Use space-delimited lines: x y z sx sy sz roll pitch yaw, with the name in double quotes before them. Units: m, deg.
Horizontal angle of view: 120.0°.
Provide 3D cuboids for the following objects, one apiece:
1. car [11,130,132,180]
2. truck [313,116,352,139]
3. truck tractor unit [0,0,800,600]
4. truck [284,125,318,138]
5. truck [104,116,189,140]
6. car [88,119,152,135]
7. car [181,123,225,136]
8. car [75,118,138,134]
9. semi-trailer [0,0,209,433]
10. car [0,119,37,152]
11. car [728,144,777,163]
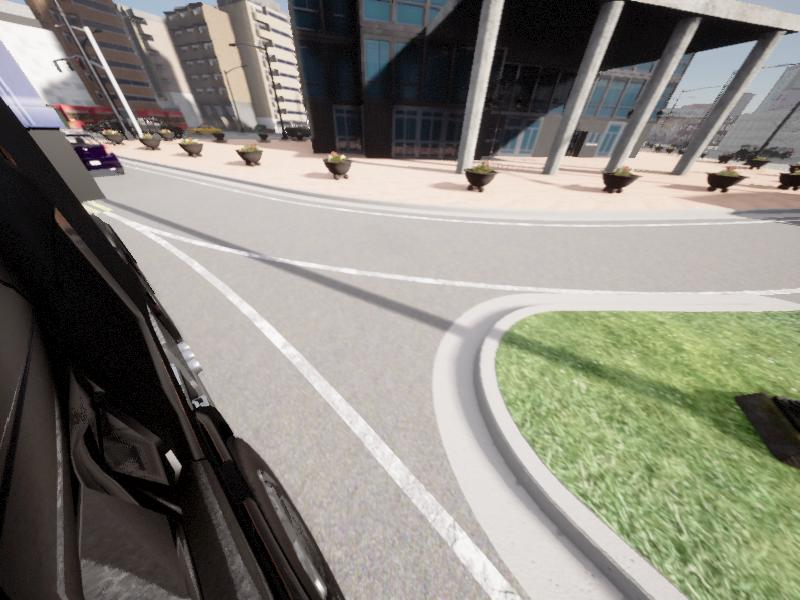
"car" -14.212 -6.415 10.079 3.633 1.501 1.845 19 40 21
"truck" -14.726 -38.208 51.471 2.891 3.827 8.468 19 39 21
"truck tractor unit" -2.645 -0.295 0.351 6.516 4.208 3.053 28 44 30
"truck" -20.739 -35.499 48.795 2.390 2.098 6.274 19 39 21
"truck" -30.514 -20.948 28.215 2.390 2.098 6.274 19 39 21
"car" -39.221 -24.290 32.547 1.930 1.638 5.238 19 39 21
"car" -34.162 -29.694 40.317 1.801 1.575 5.366 19 39 21
"car" -42.425 -25.232 33.607 1.930 1.638 5.238 18 39 20
"semi-trailer" -9.138 -3.255 3.752 14.254 4.402 2.717 23 41 25
"car" -27.600 -11.179 15.570 4.856 1.649 2.033 20 40 21
"car" 48.812 -20.409 32.148 1.905 1.878 3.866 20 41 22
